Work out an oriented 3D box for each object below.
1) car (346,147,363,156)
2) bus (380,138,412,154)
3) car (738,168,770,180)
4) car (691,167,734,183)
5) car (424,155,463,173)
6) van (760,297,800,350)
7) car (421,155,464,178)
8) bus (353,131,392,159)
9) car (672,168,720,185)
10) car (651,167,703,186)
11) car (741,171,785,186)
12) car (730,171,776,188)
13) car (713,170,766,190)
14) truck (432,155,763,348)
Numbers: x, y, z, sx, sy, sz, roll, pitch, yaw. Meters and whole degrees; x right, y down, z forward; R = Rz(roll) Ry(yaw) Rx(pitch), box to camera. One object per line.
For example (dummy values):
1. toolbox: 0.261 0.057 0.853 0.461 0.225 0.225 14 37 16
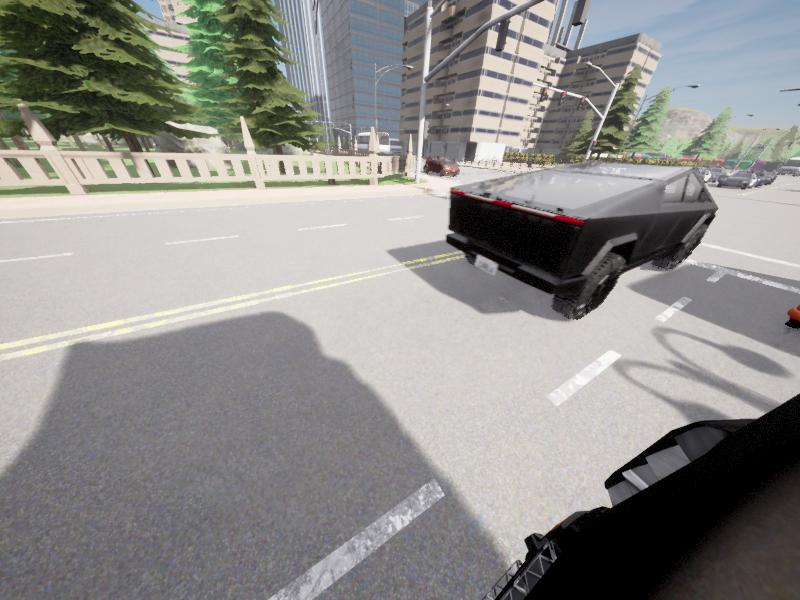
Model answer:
1. car: -10.938 -35.660 55.397 2.128 1.511 4.902 -16 38 -26
2. bus: -1.479 -53.508 80.387 10.273 4.253 3.944 -16 38 -26
3. car: 65.164 -23.244 42.490 4.611 1.667 2.242 -16 38 -26
4. car: 40.867 -16.364 30.203 4.856 1.649 2.033 -16 38 -26
5. car: 4.914 -15.958 27.020 1.812 1.442 4.674 -16 38 -26
6. van: 7.996 -0.316 3.231 4.442 1.987 1.775 -13 37 -23
7. car: 3.994 -12.998 22.349 1.851 1.617 3.988 -14 37 -24
8. bus: -5.874 -31.677 47.312 3.944 4.253 10.273 -16 38 -26
9. car: 34.845 -14.610 27.193 4.974 1.542 2.038 -16 38 -26
10. car: 29.419 -13.103 24.517 4.514 1.525 2.007 -15 37 -25
11. car: 47.227 -15.890 30.081 4.902 1.511 2.128 -16 38 -26
12. car: 41.715 -14.327 27.294 4.514 1.525 2.007 -16 38 -26
13. car: 35.673 -12.609 24.245 4.974 1.542 2.038 -16 38 -26
14. truck: 4.024 -1.595 4.748 6.274 2.098 2.390 -16 38 -26
